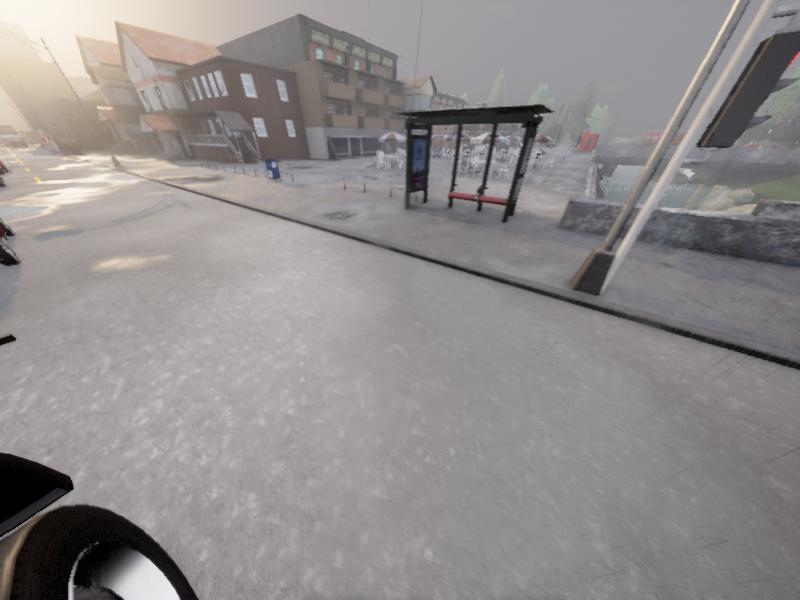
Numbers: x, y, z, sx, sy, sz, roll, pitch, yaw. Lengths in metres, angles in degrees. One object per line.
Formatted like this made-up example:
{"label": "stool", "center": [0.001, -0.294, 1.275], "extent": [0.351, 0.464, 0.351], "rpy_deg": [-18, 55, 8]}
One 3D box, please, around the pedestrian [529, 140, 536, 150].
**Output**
{"label": "pedestrian", "center": [28.909, -33.874, 50.406], "extent": [0.751, 1.860, 0.751], "rpy_deg": [22, 41, 28]}

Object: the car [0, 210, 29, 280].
{"label": "car", "center": [-9.894, -1.416, 4.707], "extent": [4.718, 1.301, 1.895], "rpy_deg": [22, 41, 28]}

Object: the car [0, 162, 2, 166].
{"label": "car", "center": [-36.945, -12.676, 19.928], "extent": [3.866, 1.878, 1.905], "rpy_deg": [22, 41, 28]}

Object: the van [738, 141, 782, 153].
{"label": "van", "center": [76.759, -32.812, 49.381], "extent": [4.442, 1.987, 1.775], "rpy_deg": [22, 41, 28]}

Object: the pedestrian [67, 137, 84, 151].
{"label": "pedestrian", "center": [-52.634, -25.275, 37.465], "extent": [0.751, 1.860, 0.751], "rpy_deg": [22, 41, 28]}

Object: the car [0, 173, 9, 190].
{"label": "car", "center": [-22.038, -6.389, 11.591], "extent": [4.181, 1.385, 1.994], "rpy_deg": [22, 41, 28]}

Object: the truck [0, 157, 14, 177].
{"label": "truck", "center": [-28.934, -9.654, 15.202], "extent": [5.204, 2.467, 2.627], "rpy_deg": [22, 41, 28]}

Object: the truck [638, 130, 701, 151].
{"label": "truck", "center": [61.738, -36.864, 53.399], "extent": [8.468, 3.827, 2.891], "rpy_deg": [22, 41, 28]}
